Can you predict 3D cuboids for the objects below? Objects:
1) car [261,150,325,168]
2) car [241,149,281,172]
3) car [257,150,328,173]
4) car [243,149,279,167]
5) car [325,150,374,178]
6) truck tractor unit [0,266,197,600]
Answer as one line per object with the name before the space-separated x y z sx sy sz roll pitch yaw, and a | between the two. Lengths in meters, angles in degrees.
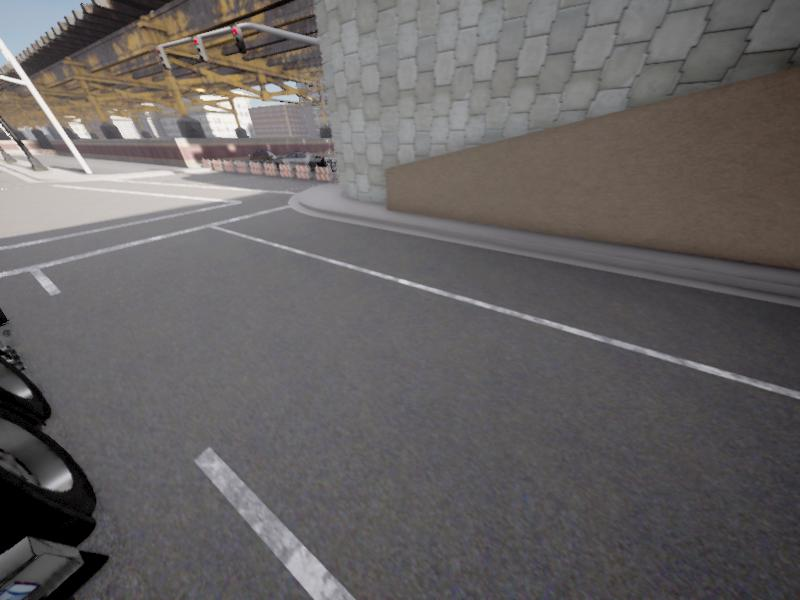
car | -9.014 -12.167 19.894 4.536 1.218 1.853 -3 35 -4
car | -12.997 -13.391 21.964 2.038 1.542 4.974 -9 36 -12
car | -9.065 -12.035 19.980 4.974 1.542 2.038 -3 35 -4
car | -13.011 -13.549 21.915 1.853 1.218 4.536 -9 36 -12
car | -4.078 -10.835 18.213 2.038 1.542 4.974 -18 39 -24
truck tractor unit | -5.116 -0.294 0.782 6.516 4.208 3.053 18 39 24
